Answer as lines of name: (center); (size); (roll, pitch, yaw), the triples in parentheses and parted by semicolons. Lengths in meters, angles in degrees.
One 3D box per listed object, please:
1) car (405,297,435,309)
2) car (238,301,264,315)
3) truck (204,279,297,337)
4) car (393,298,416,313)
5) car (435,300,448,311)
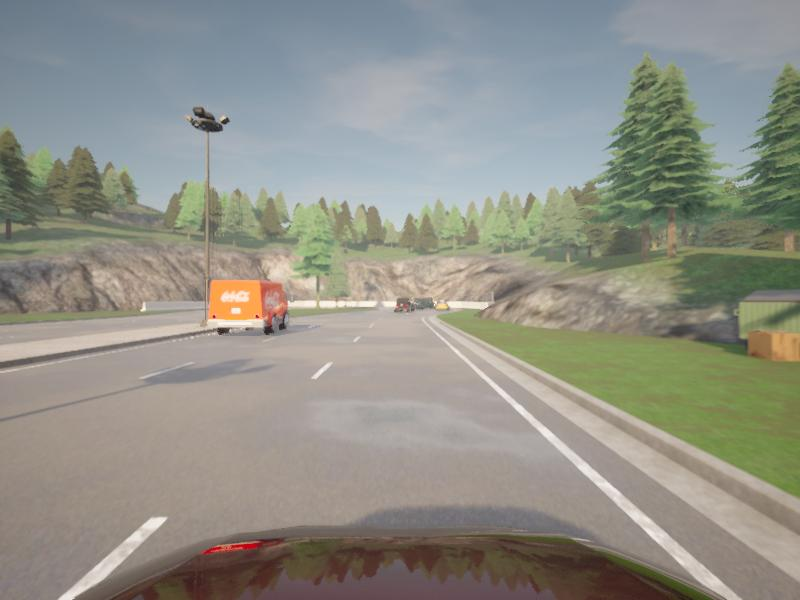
car: (3.520, 0.572, 70.825); (2.150, 2.045, 5.566); (0, 0, -39)
car: (-16.518, 0.845, 44.659); (1.837, 1.490, 4.892); (0, 0, -10)
truck: (-7.000, 0.357, 19.576); (2.627, 2.467, 5.204); (0, 0, 0)
car: (0.623, 0.648, 50.916); (1.905, 1.878, 3.866); (0, 0, 16)
car: (6.286, 0.801, 59.911); (1.801, 1.575, 5.366); (0, 0, 7)
